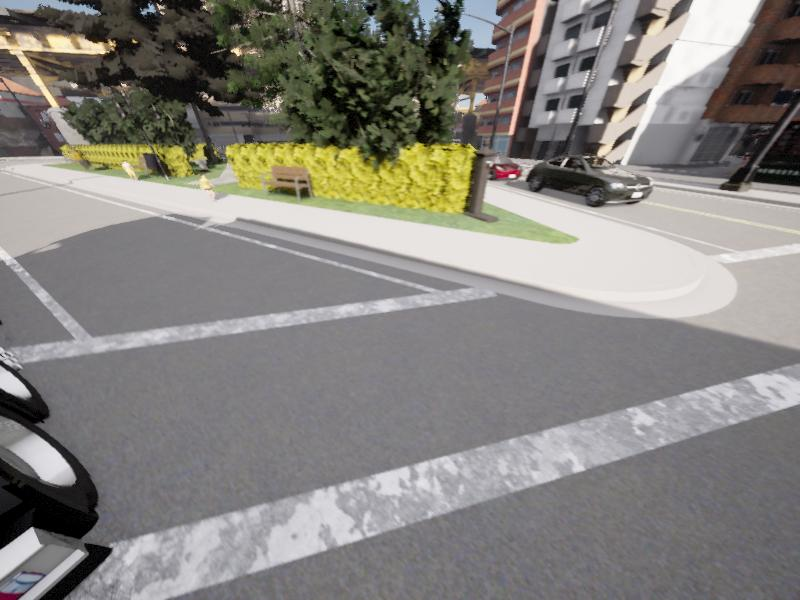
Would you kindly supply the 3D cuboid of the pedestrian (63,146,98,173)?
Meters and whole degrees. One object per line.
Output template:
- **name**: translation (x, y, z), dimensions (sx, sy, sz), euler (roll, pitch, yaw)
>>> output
- **pedestrian**: translation (-26.441, -11.674, 19.148), dimensions (0.751, 1.860, 0.751), euler (18, 39, 24)

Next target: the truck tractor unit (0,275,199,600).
- **truck tractor unit**: translation (-5.137, -0.272, 0.755), dimensions (6.516, 4.208, 3.053), euler (17, 39, 23)

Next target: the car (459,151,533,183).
- **car**: translation (6.235, -9.239, 15.825), dimensions (2.163, 1.488, 4.792), euler (-9, 36, -12)

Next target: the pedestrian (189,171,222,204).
- **pedestrian**: translation (-7.897, -4.586, 9.404), dimensions (0.500, 1.100, 0.500), euler (20, 40, 27)

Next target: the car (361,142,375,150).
- **car**: translation (-8.014, -38.744, 58.116), dimensions (2.038, 1.542, 4.974), euler (5, 35, 8)

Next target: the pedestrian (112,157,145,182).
- **pedestrian**: translation (-17.330, -8.363, 14.770), dimensions (0.751, 1.300, 0.751), euler (21, 40, 28)

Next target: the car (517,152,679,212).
- **car**: translation (8.055, -5.474, 10.293), dimensions (2.152, 1.651, 5.027), euler (-9, 36, -12)
